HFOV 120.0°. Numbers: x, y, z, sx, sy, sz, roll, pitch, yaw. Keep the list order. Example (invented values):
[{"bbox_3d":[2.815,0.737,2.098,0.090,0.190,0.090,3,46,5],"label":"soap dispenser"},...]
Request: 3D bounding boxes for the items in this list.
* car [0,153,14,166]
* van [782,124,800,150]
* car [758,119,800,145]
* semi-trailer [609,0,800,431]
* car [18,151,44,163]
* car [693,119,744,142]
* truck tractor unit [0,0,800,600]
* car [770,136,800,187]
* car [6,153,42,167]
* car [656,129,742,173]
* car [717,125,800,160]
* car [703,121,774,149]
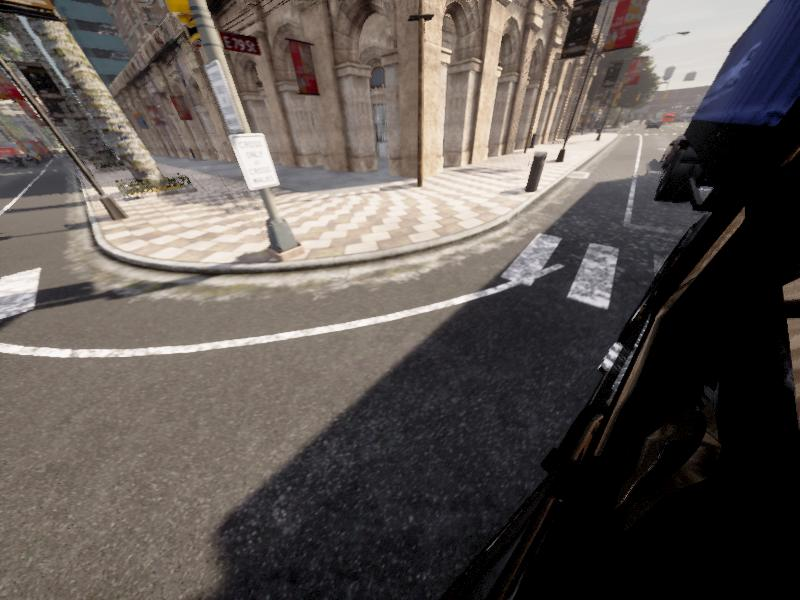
[{"bbox_3d":[-67.832,-23.678,38.949,4.974,1.542,2.038,24,45,32],"label":"car"},{"bbox_3d":[27.157,-10.640,14.481,1.775,1.987,4.442,25,45,32],"label":"van"},{"bbox_3d":[30.984,-13.305,18.237,1.816,1.474,4.193,25,45,32],"label":"car"},{"bbox_3d":[8.170,-3.918,4.688,2.717,4.402,14.254,27,46,34],"label":"semi-trailer"},{"bbox_3d":[-67.658,-26.290,42.466,5.366,1.575,1.801,24,45,32],"label":"car"},{"bbox_3d":[31.193,-16.799,22.843,1.801,1.575,5.366,24,45,32],"label":"car"},{"bbox_3d":[2.645,-0.295,0.351,6.516,4.208,3.053,-28,44,-30],"label":"truck tractor unit"},{"bbox_3d":[15.278,-4.796,7.808,1.845,1.501,3.633,25,45,32],"label":"car"},{"bbox_3d":[-56.214,-21.059,34.665,4.902,1.511,2.128,25,45,32],"label":"car"},{"bbox_3d":[14.582,-7.544,11.558,1.845,1.501,3.633,25,45,32],"label":"car"},{"bbox_3d":[21.683,-9.561,13.901,2.033,1.411,5.357,25,45,32],"label":"car"},{"bbox_3d":[26.305,-13.081,18.211,2.038,1.542,4.974,25,45,32],"label":"car"}]
